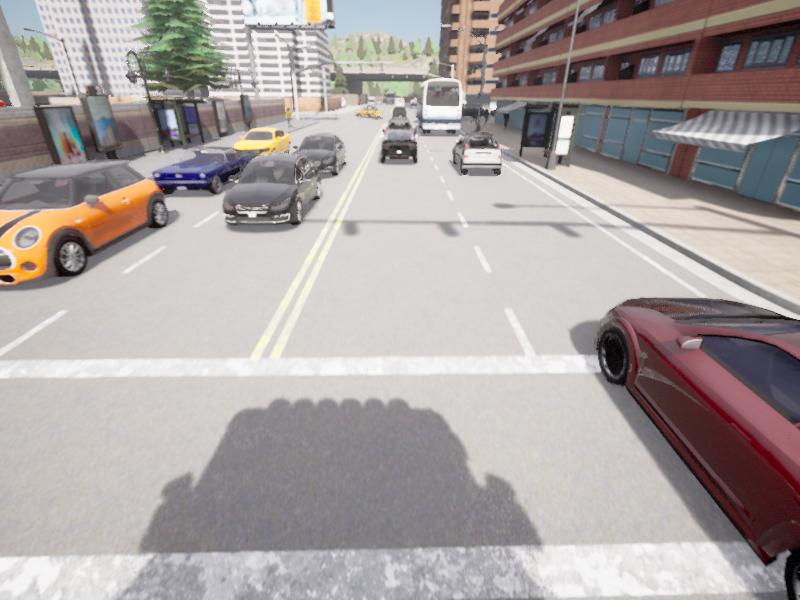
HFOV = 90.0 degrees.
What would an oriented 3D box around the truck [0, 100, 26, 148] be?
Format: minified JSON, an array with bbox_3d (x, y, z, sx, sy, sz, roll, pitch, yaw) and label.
[{"bbox_3d":[-25.817,-10.187,23.134,5.204,2.467,2.615,0,27,0],"label":"truck"}]

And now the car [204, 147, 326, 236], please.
[{"bbox_3d":[-3.511,-3.339,11.533,1.837,1.490,4.892,0,27,0],"label":"car"}]

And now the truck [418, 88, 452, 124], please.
[{"bbox_3d":[4.639,-25.248,51.865,2.891,3.827,8.468,7,28,13],"label":"truck"}]

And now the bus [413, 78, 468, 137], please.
[{"bbox_3d":[3.352,-17.961,37.155,3.944,4.253,10.273,0,27,0],"label":"bus"}]

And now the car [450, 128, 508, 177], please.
[{"bbox_3d":[3.485,-6.889,18.446,1.851,1.617,3.988,0,27,0],"label":"car"}]

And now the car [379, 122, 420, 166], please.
[{"bbox_3d":[-0.032,-8.463,21.427,1.930,1.638,5.238,0,27,0],"label":"car"}]

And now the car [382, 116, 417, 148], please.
[{"bbox_3d":[-0.028,-11.777,27.863,2.242,1.667,4.611,0,27,0],"label":"car"}]

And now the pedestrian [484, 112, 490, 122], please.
[{"bbox_3d":[10.801,-22.692,49.574,0.500,1.100,0.500,0,27,-1],"label":"pedestrian"}]

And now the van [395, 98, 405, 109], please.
[{"bbox_3d":[-0.090,-49.148,99.965,2.351,2.431,6.366,0,27,0],"label":"van"}]

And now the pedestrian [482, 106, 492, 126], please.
[{"bbox_3d":[9.389,-19.984,43.432,0.751,1.860,0.751,0,27,-1],"label":"pedestrian"}]

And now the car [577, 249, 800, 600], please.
[{"bbox_3d":[3.492,0.907,3.452,1.994,1.385,4.181,0,26,0],"label":"car"}]

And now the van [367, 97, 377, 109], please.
[{"bbox_3d":[-7.097,-50.105,101.565,1.988,2.561,5.915,0,27,0],"label":"van"}]

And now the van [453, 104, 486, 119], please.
[{"bbox_3d":[10.328,-28.148,59.631,4.442,1.987,1.775,0,27,0],"label":"van"}]

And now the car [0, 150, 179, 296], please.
[{"bbox_3d":[-7.010,-1.901,8.343,2.097,1.767,4.553,0,27,0],"label":"car"}]

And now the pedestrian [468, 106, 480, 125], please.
[{"bbox_3d":[8.188,-20.439,44.302,0.751,1.860,0.751,-19,33,-33],"label":"pedestrian"}]

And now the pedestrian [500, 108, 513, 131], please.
[{"bbox_3d":[9.825,-16.692,37.014,0.751,1.860,0.751,0,27,0],"label":"pedestrian"}]

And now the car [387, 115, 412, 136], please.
[{"bbox_3d":[-0.033,-15.622,35.672,2.033,1.411,5.357,0,27,0],"label":"car"}]

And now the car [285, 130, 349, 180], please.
[{"bbox_3d":[-3.519,-6.626,17.949,1.837,1.490,4.892,0,27,0],"label":"car"}]

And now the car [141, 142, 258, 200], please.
[{"bbox_3d":[-7.017,-4.872,14.689,1.895,1.301,4.718,0,27,0],"label":"car"}]

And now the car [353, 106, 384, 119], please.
[{"bbox_3d":[-4.679,-27.696,58.961,1.801,1.575,5.366,-21,34,-34],"label":"car"}]

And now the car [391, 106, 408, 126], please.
[{"bbox_3d":[-0.043,-20.882,45.398,1.905,1.878,3.866,0,28,0],"label":"car"}]

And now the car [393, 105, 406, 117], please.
[{"bbox_3d":[-0.061,-30.985,65.486,2.038,1.542,4.974,0,27,0],"label":"car"}]

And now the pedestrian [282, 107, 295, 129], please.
[{"bbox_3d":[-10.311,-16.927,37.162,0.751,1.860,0.751,2,27,3],"label":"pedestrian"}]

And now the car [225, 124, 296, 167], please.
[{"bbox_3d":[-7.021,-8.140,20.802,1.882,1.535,5.008,0,27,0],"label":"car"}]
